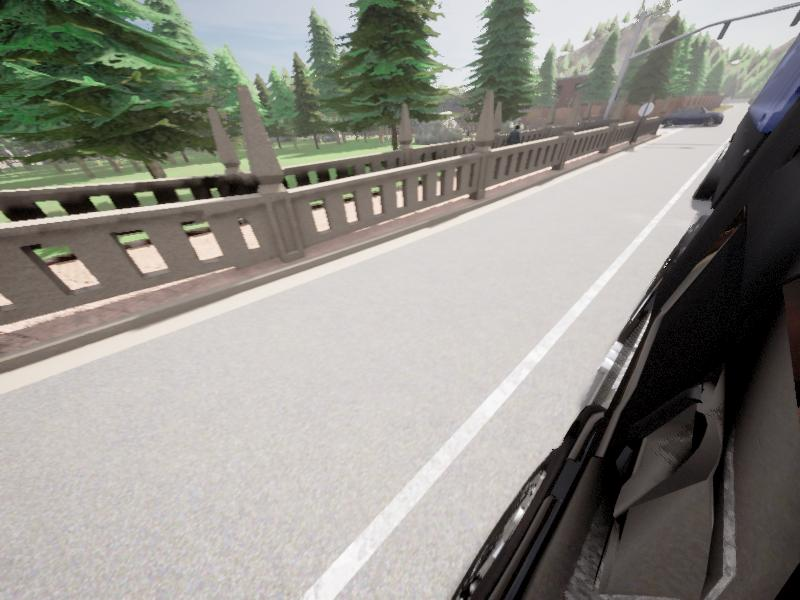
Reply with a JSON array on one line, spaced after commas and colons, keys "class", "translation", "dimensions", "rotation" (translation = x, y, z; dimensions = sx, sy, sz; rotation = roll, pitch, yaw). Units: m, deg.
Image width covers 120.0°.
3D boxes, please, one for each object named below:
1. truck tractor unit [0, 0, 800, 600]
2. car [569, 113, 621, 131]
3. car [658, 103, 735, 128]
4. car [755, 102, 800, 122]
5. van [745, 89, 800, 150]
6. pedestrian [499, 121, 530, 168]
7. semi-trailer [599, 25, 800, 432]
[{"class": "truck tractor unit", "translation": [2.645, -0.295, 0.351], "dimensions": [6.516, 4.208, 3.053], "rotation": [-28, 44, -30]}, {"class": "car", "translation": [25.095, -23.015, 29.890], "dimensions": [2.007, 1.525, 4.514], "rotation": [-30, 44, -29]}, {"class": "car", "translation": [31.074, -19.428, 24.431], "dimensions": [4.553, 1.767, 2.097], "rotation": [29, 49, 36]}, {"class": "car", "translation": [40.296, -20.106, 24.725], "dimensions": [4.181, 1.385, 1.994], "rotation": [-29, 44, -28]}, {"class": "van", "translation": [22.264, -10.206, 12.882], "dimensions": [6.366, 2.431, 2.351], "rotation": [-29, 44, -29]}, {"class": "pedestrian", "translation": [5.712, -7.816, 11.644], "dimensions": [0.751, 1.860, 0.751], "rotation": [-28, 43, -27]}, {"class": "semi-trailer", "translation": [8.596, -3.735, 4.235], "dimensions": [14.254, 4.402, 2.717], "rotation": [-30, 44, -30]}]
